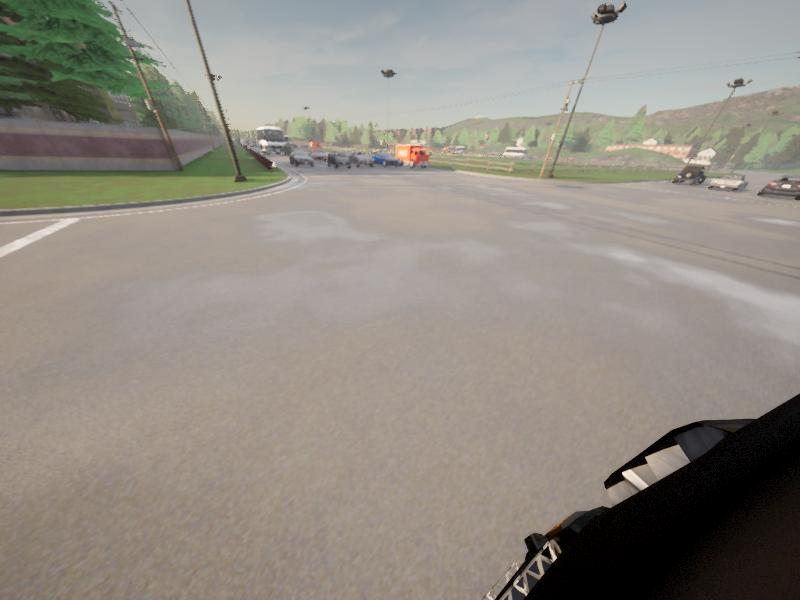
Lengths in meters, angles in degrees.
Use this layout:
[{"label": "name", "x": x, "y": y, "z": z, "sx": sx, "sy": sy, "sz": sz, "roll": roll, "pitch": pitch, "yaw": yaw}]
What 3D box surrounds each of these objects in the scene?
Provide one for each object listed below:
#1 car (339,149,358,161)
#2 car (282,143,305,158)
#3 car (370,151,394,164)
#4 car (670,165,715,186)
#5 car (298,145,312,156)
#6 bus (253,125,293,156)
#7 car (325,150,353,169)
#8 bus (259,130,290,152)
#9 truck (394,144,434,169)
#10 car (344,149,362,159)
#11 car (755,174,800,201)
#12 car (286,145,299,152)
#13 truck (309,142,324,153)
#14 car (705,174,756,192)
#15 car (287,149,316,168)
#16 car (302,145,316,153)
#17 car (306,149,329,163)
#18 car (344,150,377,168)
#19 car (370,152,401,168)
[{"label": "car", "x": -8.962, "y": -25.107, "z": 39.912, "sx": 1.970, "sy": 1.475, "sz": 3.806, "roll": -16, "pitch": 38, "yaw": -26}, {"label": "car", "x": -18.236, "y": -25.604, "z": 39.558, "sx": 1.905, "sy": 1.878, "sz": 3.866, "roll": -27, "pitch": 44, "yaw": -36}, {"label": "car", "x": -3.027, "y": -23.160, "z": 37.384, "sx": 2.007, "sy": 1.525, "sz": 4.514, "roll": -16, "pitch": 38, "yaw": -26}, {"label": "car", "x": 33.805, "y": -14.421, "z": 26.701, "sx": 3.866, "sy": 1.878, "sz": 1.905, "roll": -16, "pitch": 38, "yaw": -26}, {"label": "car", "x": -19.289, "y": -30.459, "z": 47.031, "sx": 2.242, "sy": 1.667, "sz": 4.611, "roll": -9, "pitch": 35, "yaw": -17}, {"label": "bus", "x": -23.433, "y": -29.082, "z": 42.300, "sx": 3.944, "sy": 4.253, "sz": 10.273, "roll": -19, "pitch": 39, "yaw": -28}, {"label": "car", "x": -6.669, "y": -15.303, "z": 25.193, "sx": 1.789, "sy": 1.549, "sz": 3.705, "roll": -16, "pitch": 38, "yaw": -26}, {"label": "bus", "x": -33.445, "y": -42.205, "z": 61.357, "sx": 3.944, "sy": 4.253, "sz": 10.273, "roll": -22, "pitch": 40, "yaw": -34}, {"label": "truck", "x": 1.729, "y": -18.946, "z": 30.519, "sx": 2.627, "sy": 2.467, "sz": 5.204, "roll": -16, "pitch": 38, "yaw": -26}, {"label": "car", "x": -9.495, "y": -29.386, "z": 46.437, "sx": 1.994, "sy": 1.385, "sz": 4.181, "roll": -16, "pitch": 38, "yaw": -26}, {"label": "car", "x": 33.434, "y": -9.762, "z": 19.826, "sx": 4.611, "sy": 1.667, "sz": 2.242, "roll": -16, "pitch": 38, "yaw": -26}, {"label": "car", "x": -29.087, "y": -40.891, "z": 62.216, "sx": 2.163, "sy": 1.488, "sz": 4.792, "roll": -16, "pitch": 38, "yaw": -26}, {"label": "truck", "x": -23.974, "y": -43.951, "z": 66.353, "sx": 2.627, "sy": 2.467, "sz": 5.204, "roll": -16, "pitch": 38, "yaw": -26}, {"label": "car", "x": 33.216, "y": -11.778, "z": 23.199, "sx": 4.718, "sy": 1.301, "sz": 1.895, "roll": -16, "pitch": 38, "yaw": -26}, {"label": "car", "x": -10.754, "y": -15.428, "z": 25.164, "sx": 1.812, "sy": 1.442, "sz": 4.674, "roll": -16, "pitch": 38, "yaw": -26}, {"label": "car", "x": -24.225, "y": -40.050, "z": 61.150, "sx": 2.242, "sy": 1.667, "sz": 4.611, "roll": -16, "pitch": 38, "yaw": -26}, {"label": "car", "x": -11.519, "y": -20.093, "z": 32.228, "sx": 1.994, "sy": 1.385, "sz": 4.181, "roll": -15, "pitch": 38, "yaw": -25}, {"label": "car", "x": -4.948, "y": -17.463, "z": 28.530, "sx": 2.152, "sy": 1.651, "sz": 5.027, "roll": -16, "pitch": 38, "yaw": -26}, {"label": "car", "x": -1.930, "y": -18.292, "z": 30.097, "sx": 1.882, "sy": 1.535, "sz": 5.008, "roll": -16, "pitch": 38, "yaw": -26}]
